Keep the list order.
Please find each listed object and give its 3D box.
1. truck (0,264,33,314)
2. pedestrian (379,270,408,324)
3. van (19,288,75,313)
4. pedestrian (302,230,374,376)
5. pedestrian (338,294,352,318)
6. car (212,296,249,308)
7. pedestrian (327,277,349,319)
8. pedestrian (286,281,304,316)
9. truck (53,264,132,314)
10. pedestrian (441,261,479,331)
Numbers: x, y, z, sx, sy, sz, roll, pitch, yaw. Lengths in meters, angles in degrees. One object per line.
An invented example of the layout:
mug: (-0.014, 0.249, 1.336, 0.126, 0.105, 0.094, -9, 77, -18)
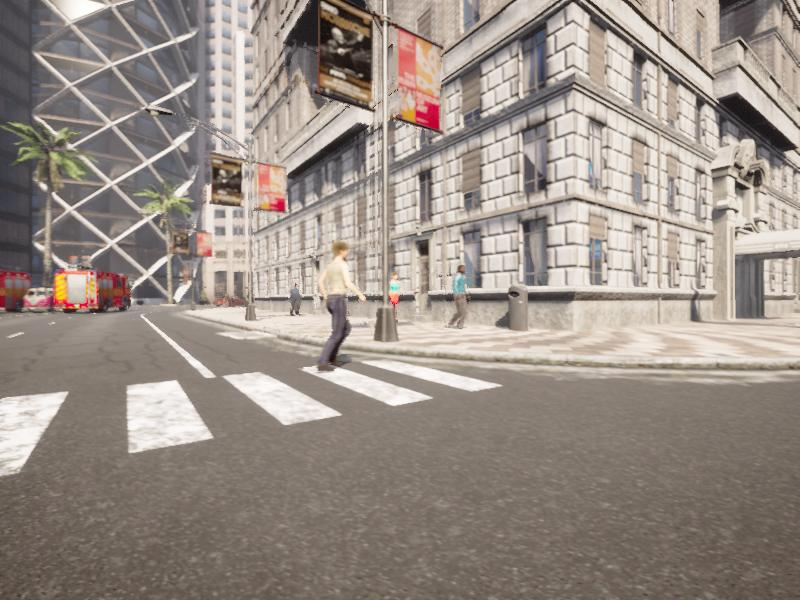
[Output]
truck: (-32.441, -0.851, 30.679, 2.891, 3.827, 8.468, 0, 0, -17)
pedestrian: (-0.223, -0.105, 14.419, 0.751, 1.860, 0.751, 0, 0, -34)
van: (-29.705, 0.067, 33.867, 1.775, 1.987, 4.442, 0, 0, -15)
pedestrian: (-0.879, 0.043, 5.616, 0.751, 1.860, 0.751, 0, 0, -35)
pedestrian: (-2.680, 0.282, 19.326, 0.500, 1.100, 0.500, 0, 0, -34)
car: (-23.646, 0.252, 56.052, 2.152, 1.651, 5.027, 0, 0, 13)
pedestrian: (-2.864, -0.099, 18.439, 0.751, 1.860, 0.751, 0, 0, -30)
pedestrian: (-5.732, -0.092, 21.840, 0.751, 1.860, 0.751, 0, 0, -34)
truck: (-26.553, -0.857, 35.108, 2.891, 3.827, 8.468, 0, 0, -19)
pedestrian: (1.676, -0.110, 11.166, 0.751, 1.860, 0.751, 0, 0, -45)
